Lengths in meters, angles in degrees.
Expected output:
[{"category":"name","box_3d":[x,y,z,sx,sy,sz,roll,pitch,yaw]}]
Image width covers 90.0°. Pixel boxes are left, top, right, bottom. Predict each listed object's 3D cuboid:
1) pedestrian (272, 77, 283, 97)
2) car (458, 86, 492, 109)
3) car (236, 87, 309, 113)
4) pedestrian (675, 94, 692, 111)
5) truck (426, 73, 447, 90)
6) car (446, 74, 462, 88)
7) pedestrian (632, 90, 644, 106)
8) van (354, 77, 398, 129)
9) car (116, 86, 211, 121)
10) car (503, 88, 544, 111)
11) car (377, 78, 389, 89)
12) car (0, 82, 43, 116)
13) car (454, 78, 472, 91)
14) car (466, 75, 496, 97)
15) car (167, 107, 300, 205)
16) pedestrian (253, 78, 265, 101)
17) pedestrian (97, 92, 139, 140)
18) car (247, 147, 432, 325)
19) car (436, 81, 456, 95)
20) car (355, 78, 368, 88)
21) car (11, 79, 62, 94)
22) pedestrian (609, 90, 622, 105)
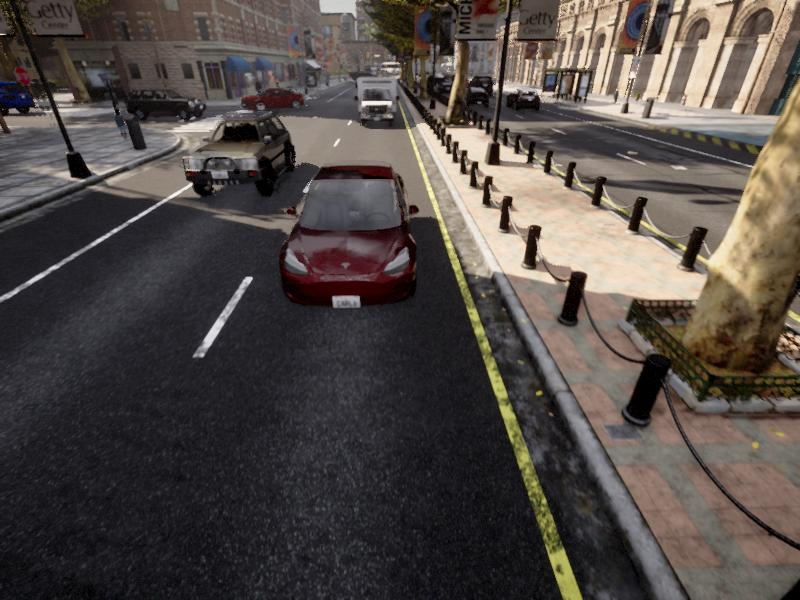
[{"category":"pedestrian","box_3d":[-12.998,-22.653,42.536,0.751,1.860,0.751,-2,30,-4]},{"category":"car","box_3d":[6.326,-17.349,34.187,1.837,1.490,4.892,-1,30,-1]},{"category":"car","box_3d":[-9.931,-15.785,31.464,5.008,1.535,1.882,-26,40,-38]},{"category":"pedestrian","box_3d":[20.638,-14.363,29.130,0.500,1.100,0.500,2,30,3]},{"category":"truck","box_3d":[5.445,-33.084,60.487,2.390,2.098,6.274,-1,30,-1]},{"category":"car","box_3d":[8.787,-35.816,65.393,1.905,1.878,3.866,-1,30,-1]},{"category":"pedestrian","box_3d":[19.915,-16.905,33.476,0.500,1.100,0.500,5,31,9]},{"category":"van","box_3d":[-1.361,-12.183,24.427,2.351,2.431,6.366,-1,30,-1]},{"category":"car","box_3d":[-15.175,-12.722,25.888,4.605,1.855,1.932,1,30,1]},{"category":"car","box_3d":[9.894,-16.212,32.264,1.970,1.475,3.806,-1,30,-1]},{"category":"car","box_3d":[-2.592,-33.402,61.679,1.812,1.442,4.674,-1,30,-1]},{"category":"car","box_3d":[-29.499,-14.335,28.473,5.566,2.045,2.150,-1,30,-2]},{"category":"car","box_3d":[9.046,-31.117,57.656,1.789,1.549,3.705,-1,30,-1]},{"category":"car","box_3d":[9.402,-25.037,46.785,2.150,2.045,5.566,-1,30,-1]},{"category":"car","box_3d":[-4.428,-4.369,11.612,1.932,1.855,4.605,-1,30,-1]},{"category":"pedestrian","box_3d":[-13.462,-20.128,38.220,0.751,1.860,0.751,-6,31,-11]},{"category":"pedestrian","box_3d":[-12.428,-8.111,17.673,0.751,1.860,0.751,-1,30,-1]},{"category":"car","box_3d":[-0.777,-1.529,7.151,2.163,1.488,4.792,-1,30,-1]},{"category":"car","box_3d":[5.776,-26.974,50.748,1.994,1.385,4.181,-1,30,-1]},{"category":"car","box_3d":[-6.190,-35.038,64.613,1.895,1.301,4.718,-1,30,-1]},{"category":"car","box_3d":[-47.343,-27.903,52.261,2.128,1.511,4.902,-1,30,-2]},{"category":"pedestrian","box_3d":[18.256,-17.160,33.911,0.500,1.100,0.500,0,30,0]}]
